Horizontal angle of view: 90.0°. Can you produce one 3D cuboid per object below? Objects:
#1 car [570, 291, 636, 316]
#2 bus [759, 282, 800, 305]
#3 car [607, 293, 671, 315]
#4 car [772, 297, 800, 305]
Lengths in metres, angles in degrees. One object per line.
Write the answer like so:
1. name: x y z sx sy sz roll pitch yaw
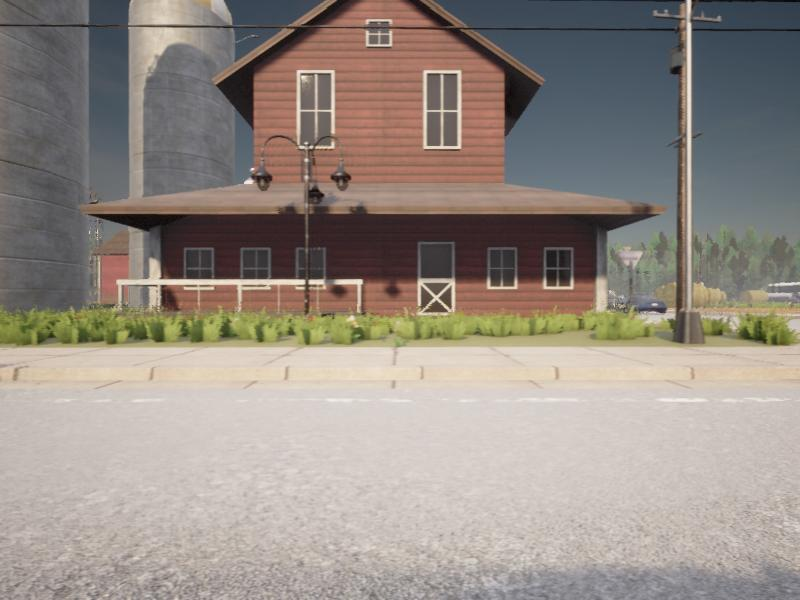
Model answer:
1. car: 13.221 0.205 26.452 1.837 1.490 4.892 0 0 -1
2. bus: 76.274 -1.254 77.802 3.944 4.253 10.273 0 0 3
3. car: 16.695 0.264 28.241 1.994 1.385 4.181 0 0 -1
4. car: 72.727 0.175 74.608 2.033 1.411 5.357 0 0 3
